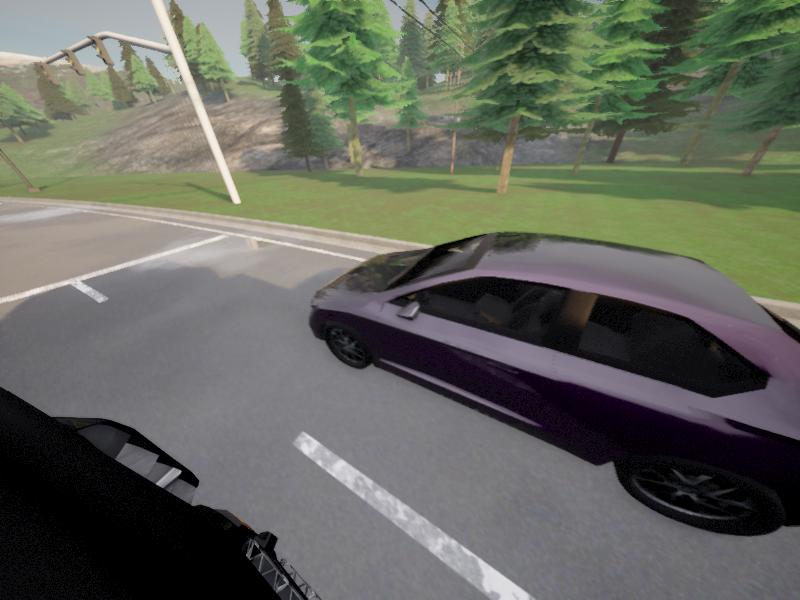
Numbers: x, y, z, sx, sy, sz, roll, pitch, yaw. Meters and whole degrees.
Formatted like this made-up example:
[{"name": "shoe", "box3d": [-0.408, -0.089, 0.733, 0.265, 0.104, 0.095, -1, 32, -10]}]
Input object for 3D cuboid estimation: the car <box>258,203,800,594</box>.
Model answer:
[{"name": "car", "box3d": [0.926, 0.096, 2.397, 4.193, 1.474, 1.816, 16, 38, 25]}]
